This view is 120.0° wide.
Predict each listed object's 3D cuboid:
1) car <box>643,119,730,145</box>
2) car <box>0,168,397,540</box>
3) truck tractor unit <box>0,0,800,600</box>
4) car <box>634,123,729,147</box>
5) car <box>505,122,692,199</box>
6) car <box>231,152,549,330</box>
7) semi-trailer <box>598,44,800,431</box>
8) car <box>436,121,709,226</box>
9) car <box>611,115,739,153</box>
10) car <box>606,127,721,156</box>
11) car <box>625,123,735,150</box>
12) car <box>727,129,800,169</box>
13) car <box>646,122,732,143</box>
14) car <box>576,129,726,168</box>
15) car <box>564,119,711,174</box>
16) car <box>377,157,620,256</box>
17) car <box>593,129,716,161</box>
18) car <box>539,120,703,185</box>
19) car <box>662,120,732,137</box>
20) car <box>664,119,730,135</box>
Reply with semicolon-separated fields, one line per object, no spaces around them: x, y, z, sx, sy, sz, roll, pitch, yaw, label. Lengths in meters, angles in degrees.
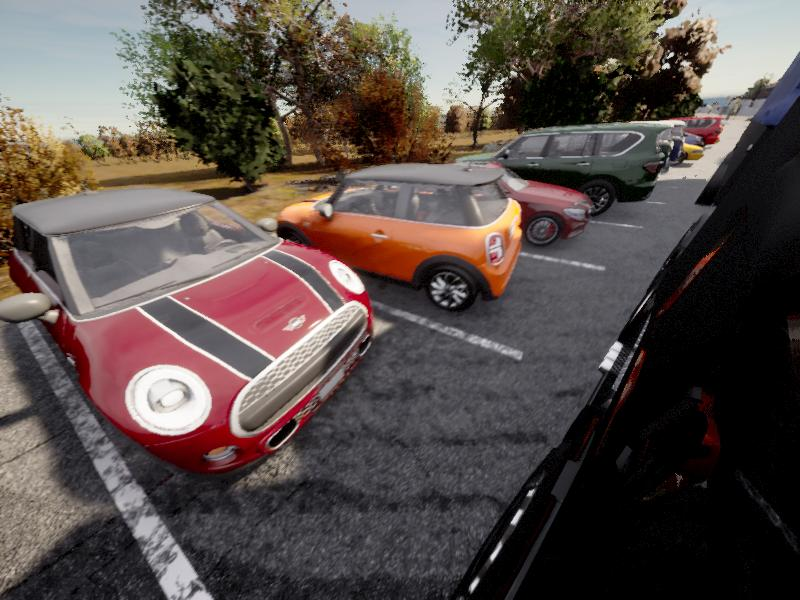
26.979;-16.039;22.090;4.553;1.767;2.185;17;41;25;car
-2.591;-0.327;2.708;4.553;1.767;2.185;17;41;25;car
2.645;-0.295;0.352;6.516;4.208;3.053;-28;44;-30;truck tractor unit
24.713;-14.725;20.669;4.892;1.521;2.231;17;41;25;car
6.637;-5.199;8.545;4.442;1.987;1.878;17;41;25;car
-0.264;-1.513;4.165;4.553;1.767;2.185;17;41;25;car
8.697;-3.583;4.259;14.254;4.402;2.717;-28;44;-30;semi-trailer
4.232;-4.048;7.098;5.566;2.045;2.435;17;41;25;car
20.152;-12.511;17.538;5.566;2.045;2.435;17;41;25;car
17.944;-11.064;16.193;4.792;1.488;2.163;17;41;25;car
22.615;-13.470;19.097;5.366;1.575;1.946;17;40;25;car
19.564;-8.114;12.273;4.181;1.385;1.994;-28;44;-30;car
29.201;-17.166;23.686;5.008;1.535;2.097;17;41;24;car
13.530;-8.629;13.123;5.366;1.575;1.946;17;41;25;car
11.187;-7.619;11.531;4.442;1.987;1.878;17;41;25;car
1.994;-2.601;5.773;4.674;1.452;2.002;17;41;25;car
15.616;-9.866;14.721;4.792;1.488;2.163;17;41;25;car
8.912;-6.409;10.038;4.442;1.987;1.878;17;40;25;car
38.037;-22.126;29.831;5.008;1.535;2.097;16;40;23;car
42.212;-24.697;33.038;5.366;1.575;1.946;15;40;23;car
